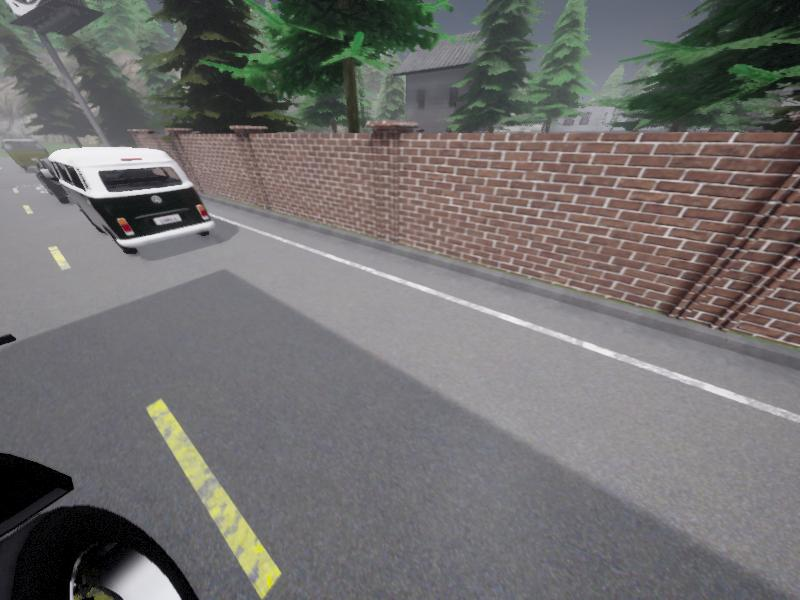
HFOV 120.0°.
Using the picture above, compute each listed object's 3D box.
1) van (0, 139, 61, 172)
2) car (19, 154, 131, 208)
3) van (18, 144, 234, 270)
[{"bbox_3d":[-29.271,-11.482,18.205,4.442,1.987,1.775,21,40,27],"label":"van"},{"bbox_3d":[-14.153,-5.327,10.053,4.892,1.490,1.837,21,40,27],"label":"car"},{"bbox_3d":[-6.849,-2.676,5.879,4.480,2.038,2.069,22,40,27],"label":"van"}]
